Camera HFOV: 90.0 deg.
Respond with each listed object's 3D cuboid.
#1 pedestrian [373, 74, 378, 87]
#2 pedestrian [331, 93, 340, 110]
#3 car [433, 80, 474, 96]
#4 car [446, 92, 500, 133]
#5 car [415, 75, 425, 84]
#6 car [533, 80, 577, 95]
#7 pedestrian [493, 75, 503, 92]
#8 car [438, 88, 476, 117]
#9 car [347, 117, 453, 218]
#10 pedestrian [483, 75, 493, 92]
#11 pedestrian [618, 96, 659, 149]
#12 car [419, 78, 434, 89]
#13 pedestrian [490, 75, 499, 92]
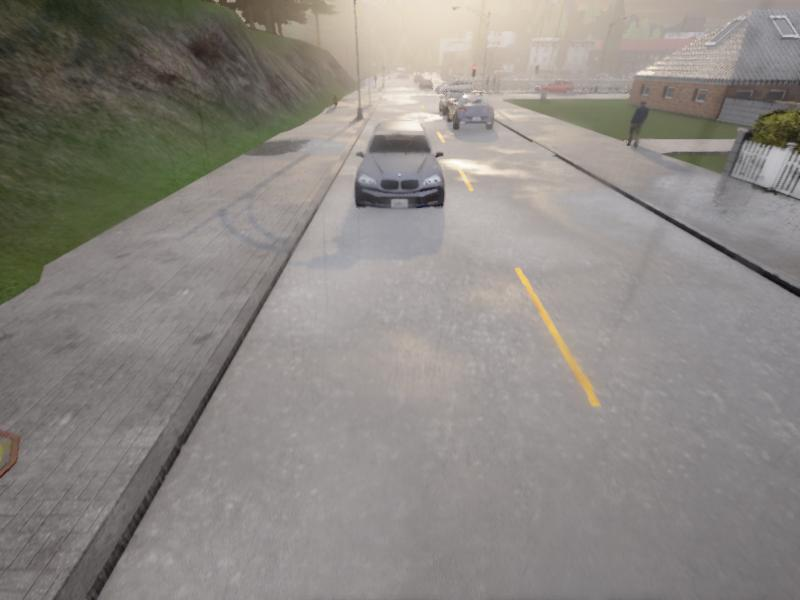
[{"bbox_3d":[-3.892,-34.816,63.404,0.751,1.860,0.751,3,30,5],"label":"pedestrian"},{"bbox_3d":[-4.941,-15.162,30.565,0.500,1.100,0.500,4,31,7],"label":"pedestrian"},{"bbox_3d":[6.452,-25.726,48.457,4.514,1.525,2.007,-10,32,-17],"label":"car"},{"bbox_3d":[3.990,-10.825,22.894,2.152,1.651,5.027,0,30,0],"label":"car"},{"bbox_3d":[3.969,-44.303,80.258,1.816,1.474,4.193,0,30,0],"label":"car"},{"bbox_3d":[19.092,-26.289,49.426,4.514,1.525,2.007,0,30,0],"label":"car"},{"bbox_3d":[12.560,-27.647,51.141,0.751,1.860,0.751,18,35,28],"label":"pedestrian"},{"bbox_3d":[3.989,-14.373,29.048,2.038,1.542,4.974,0,30,0],"label":"car"},{"bbox_3d":[-0.005,-3.796,10.829,2.242,1.667,4.611,0,30,0],"label":"car"},{"bbox_3d":[11.299,-27.747,51.295,0.751,1.860,0.751,-18,35,-27],"label":"pedestrian"},{"bbox_3d":[9.517,-7.078,16.002,0.751,1.860,0.751,4,31,7],"label":"pedestrian"},{"bbox_3d":[4.028,-33.302,61.561,1.994,1.385,4.181,0,30,-1],"label":"car"},{"bbox_3d":[12.177,-27.891,51.541,0.751,1.860,0.751,-2,30,-3],"label":"pedestrian"}]
